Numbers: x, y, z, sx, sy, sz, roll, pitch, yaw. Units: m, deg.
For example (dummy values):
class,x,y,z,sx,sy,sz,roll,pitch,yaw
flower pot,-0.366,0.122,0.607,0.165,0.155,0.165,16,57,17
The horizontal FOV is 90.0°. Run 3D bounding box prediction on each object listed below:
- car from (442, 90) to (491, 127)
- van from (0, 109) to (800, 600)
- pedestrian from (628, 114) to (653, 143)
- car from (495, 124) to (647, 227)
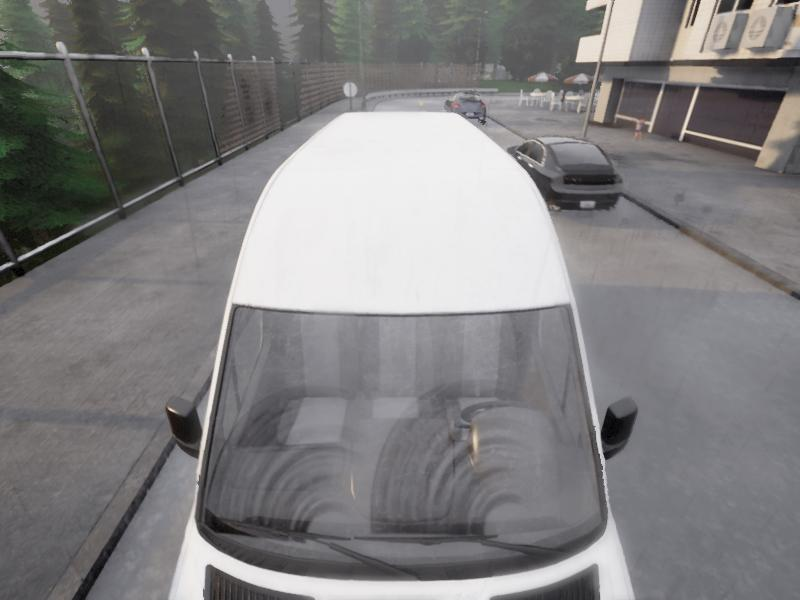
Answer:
class,x,y,z,sx,sy,sz,roll,pitch,yaw
car,3.993,-12.008,24.920,2.152,1.651,5.027,0,30,0
van,0.003,0.037,3.428,1.988,2.561,5.915,0,30,0
pedestrian,10.598,-7.570,17.645,0.500,1.100,0.500,0,30,0
car,3.995,-3.474,10.459,1.837,1.490,4.892,0,30,0
